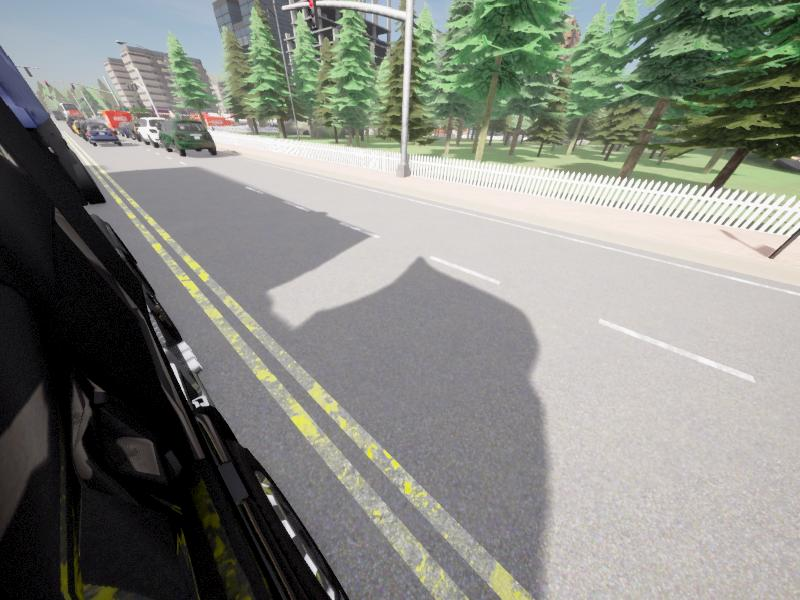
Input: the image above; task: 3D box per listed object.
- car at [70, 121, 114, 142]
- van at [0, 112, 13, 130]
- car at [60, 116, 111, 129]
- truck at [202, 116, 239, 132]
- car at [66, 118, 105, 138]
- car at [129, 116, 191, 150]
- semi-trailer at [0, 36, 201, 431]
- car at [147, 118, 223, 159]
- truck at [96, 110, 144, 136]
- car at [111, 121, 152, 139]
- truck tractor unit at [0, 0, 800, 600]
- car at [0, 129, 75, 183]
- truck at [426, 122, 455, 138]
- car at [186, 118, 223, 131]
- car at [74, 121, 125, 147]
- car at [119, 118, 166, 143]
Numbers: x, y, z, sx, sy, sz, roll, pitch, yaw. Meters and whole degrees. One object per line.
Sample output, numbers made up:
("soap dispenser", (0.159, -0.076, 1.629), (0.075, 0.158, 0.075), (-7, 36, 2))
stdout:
("car", (-29.836, -16.362, 22.389), (4.193, 1.474, 1.816), (28, 44, 30))
("van", (-52.651, -23.262, 29.696), (4.480, 2.038, 2.069), (28, 44, 30))
("car", (-54.585, -30.904, 40.253), (4.792, 1.488, 2.163), (-7, 38, -12))
("truck", (-38.453, -37.783, 49.627), (2.627, 2.467, 5.204), (27, 43, 29))
("car", (-35.186, -19.252, 25.824), (5.366, 1.575, 1.801), (28, 44, 30))
("car", (-20.938, -14.599, 20.117), (5.566, 2.045, 2.150), (28, 44, 30))
("semi-trailer", (-8.660, -3.633, 4.262), (14.254, 4.402, 2.717), (29, 44, 30))
("car", (-15.337, -11.624, 16.496), (5.566, 2.045, 2.150), (28, 43, 30))
("truck", (-36.381, -22.987, 29.995), (5.204, 2.467, 2.627), (28, 44, 30))
("car", (-31.512, -19.991, 27.126), (4.792, 1.488, 2.163), (28, 44, 30))
("truck tractor unit", (-2.645, -0.295, 0.351), (6.516, 4.208, 3.053), (28, 44, 30))
("car", (-15.556, -6.033, 9.508), (3.806, 1.475, 1.970), (28, 44, 30))
("truck", (13.107, -55.211, 74.931), (8.468, 3.827, 2.891), (12, 38, 13))
("car", (-43.667, -39.391, 51.804), (2.150, 2.045, 5.566), (27, 43, 29))
("car", (-24.989, -13.818, 19.230), (3.705, 1.549, 1.789), (28, 44, 30))
("car", (-26.499, -17.488, 23.766), (4.605, 1.855, 1.932), (28, 44, 30))
